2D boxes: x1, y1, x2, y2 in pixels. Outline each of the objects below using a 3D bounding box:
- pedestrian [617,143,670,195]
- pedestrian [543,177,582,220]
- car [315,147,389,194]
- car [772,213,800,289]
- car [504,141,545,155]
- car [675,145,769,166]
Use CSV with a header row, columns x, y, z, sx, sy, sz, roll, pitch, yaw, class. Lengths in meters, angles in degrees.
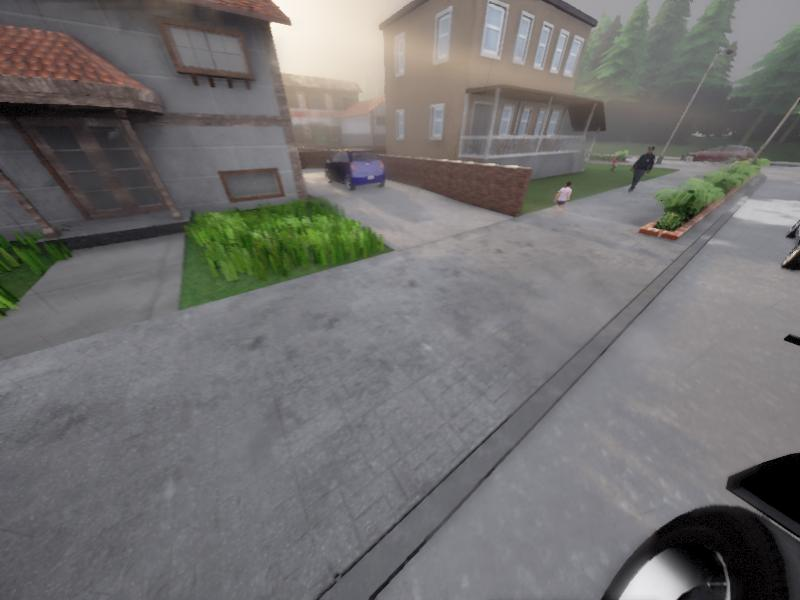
x,y,z,sx,sy,sz,roll,pitch,yaw,class
10.592,-5.716,10.105,0.751,1.860,0.751,-22,40,-27,pedestrian
5.006,-3.144,7.157,0.500,1.100,0.500,-22,41,-28,pedestrian
-2.275,-6.149,10.719,1.845,1.501,3.633,-22,41,-28,car
9.660,-1.417,4.423,5.238,1.638,1.930,-22,40,-28,car
19.337,-23.737,36.047,2.152,1.651,5.027,-22,41,-28,car
30.729,-14.044,22.327,2.163,1.488,4.792,-15,38,-20,car
